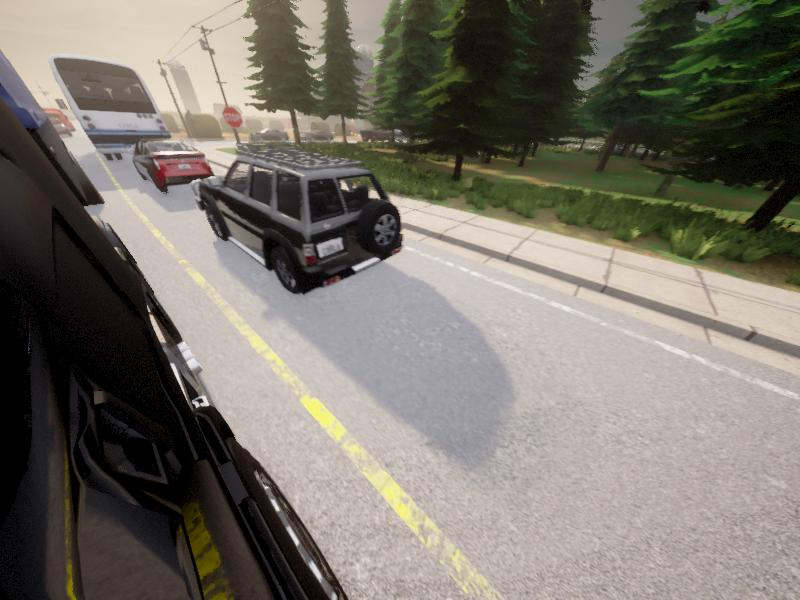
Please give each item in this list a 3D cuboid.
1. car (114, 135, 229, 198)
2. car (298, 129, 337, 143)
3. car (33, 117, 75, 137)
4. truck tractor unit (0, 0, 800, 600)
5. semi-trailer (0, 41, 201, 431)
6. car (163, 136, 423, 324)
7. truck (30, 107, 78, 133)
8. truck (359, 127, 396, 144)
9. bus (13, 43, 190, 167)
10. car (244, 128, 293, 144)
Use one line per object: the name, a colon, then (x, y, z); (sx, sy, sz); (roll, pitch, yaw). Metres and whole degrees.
car: (-8.905, -5.360, 8.987); (4.514, 1.525, 2.007); (29, 44, 31)
car: (-12.243, -24.512, 34.552); (2.128, 1.511, 4.902); (27, 43, 29)
car: (-37.630, -18.896, 25.227); (3.988, 1.617, 1.851); (30, 44, 31)
truck tractor unit: (-2.645, -0.295, 0.351); (6.516, 4.208, 3.053); (28, 44, 30)
semi-trailer: (-8.682, -3.617, 4.243); (14.254, 4.402, 2.717); (28, 44, 30)
car: (-2.102, -1.790, 4.356); (4.605, 1.855, 1.932); (29, 44, 30)
truck: (-46.342, -24.228, 31.070); (5.204, 2.467, 2.627); (30, 45, 30)
truck: (-3.568, -27.519, 38.660); (2.390, 2.098, 6.274); (27, 43, 29)
bus: (-17.877, -11.451, 14.301); (10.273, 4.253, 3.944); (30, 44, 32)
car: (-16.883, -21.254, 29.878); (2.128, 1.511, 4.902); (27, 43, 29)
